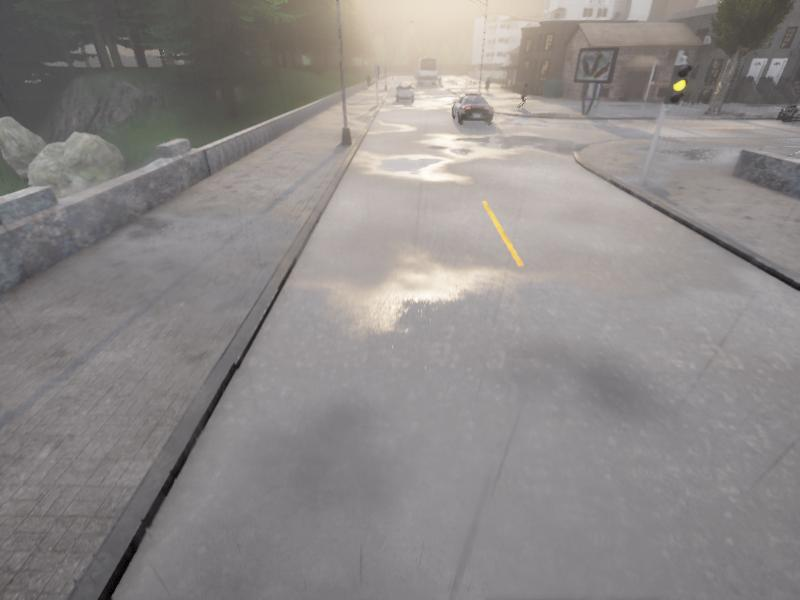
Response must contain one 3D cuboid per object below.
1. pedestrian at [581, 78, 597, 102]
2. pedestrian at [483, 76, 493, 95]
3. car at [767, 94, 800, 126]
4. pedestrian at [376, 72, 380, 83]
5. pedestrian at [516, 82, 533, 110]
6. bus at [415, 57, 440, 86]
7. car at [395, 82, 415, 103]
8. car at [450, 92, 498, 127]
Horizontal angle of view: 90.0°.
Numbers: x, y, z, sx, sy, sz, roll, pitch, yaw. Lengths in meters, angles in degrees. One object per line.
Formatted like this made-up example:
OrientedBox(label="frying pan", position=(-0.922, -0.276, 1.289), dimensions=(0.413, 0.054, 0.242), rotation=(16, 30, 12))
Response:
OrientedBox(label="pedestrian", position=(17.476, -19.373, 36.924), dimensions=(0.751, 1.860, 0.751), rotation=(25, 39, 36))
OrientedBox(label="pedestrian", position=(10.046, -24.629, 45.888), dimensions=(0.751, 1.860, 0.751), rotation=(-2, 30, -3))
OrientedBox(label="car", position=(25.227, -11.156, 23.475), dimensions=(4.974, 1.542, 2.038), rotation=(0, 30, 1))
OrientedBox(label="pedestrian", position=(-4.378, -43.696, 78.419), dimensions=(0.751, 1.860, 0.751), rotation=(0, 30, -1))
OrientedBox(label="pedestrian", position=(9.197, -15.117, 29.647), dimensions=(0.751, 1.860, 0.751), rotation=(-2, 30, -3))
OrientedBox(label="bus", position=(4.794, -41.563, 72.655), dimensions=(3.944, 4.253, 10.273), rotation=(0, 30, 0))
OrientedBox(label="car", position=(0.490, -20.071, 38.624), dimensions=(1.851, 1.617, 3.988), rotation=(0, 30, 0))
OrientedBox(label="car", position=(4.388, -11.811, 24.599), dimensions=(2.038, 1.542, 4.974), rotation=(0, 30, 0))
